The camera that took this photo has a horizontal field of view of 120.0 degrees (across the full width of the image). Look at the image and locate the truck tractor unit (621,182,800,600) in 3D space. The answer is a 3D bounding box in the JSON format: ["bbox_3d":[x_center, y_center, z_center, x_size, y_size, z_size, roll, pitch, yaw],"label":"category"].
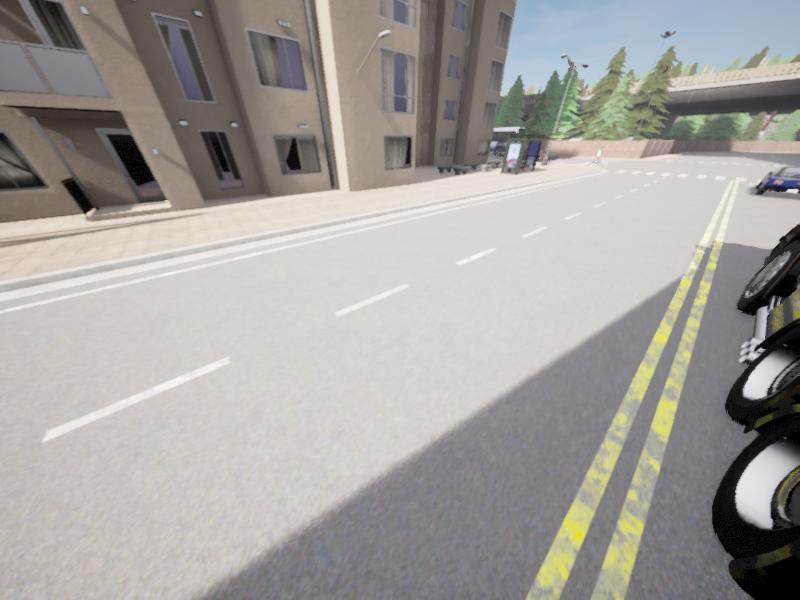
[{"bbox_3d":[4.965,-0.423,0.969,6.516,4.208,3.053,-24,41,-30],"label":"truck tractor unit"}]

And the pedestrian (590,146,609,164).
[{"bbox_3d":[24.018,-17.474,27.838,0.751,1.860,0.751,-6,35,-8],"label":"pedestrian"}]

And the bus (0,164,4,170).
[{"bbox_3d":[-37.450,-11.724,17.348,3.944,4.253,10.273,-25,41,-31],"label":"bus"}]

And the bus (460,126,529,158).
[{"bbox_3d":[16.668,-28.457,41.769,3.944,4.253,10.273,-27,43,-34],"label":"bus"}]

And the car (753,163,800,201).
[{"bbox_3d":[20.638,-6.258,12.111,4.718,1.301,1.895,-24,41,-31],"label":"car"}]

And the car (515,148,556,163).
[{"bbox_3d":[18.558,-19.916,31.773,1.816,1.474,4.193,-25,42,-32],"label":"car"}]

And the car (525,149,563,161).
[{"bbox_3d":[21.012,-21.287,33.872,1.994,1.385,4.181,-25,42,-32],"label":"car"}]
